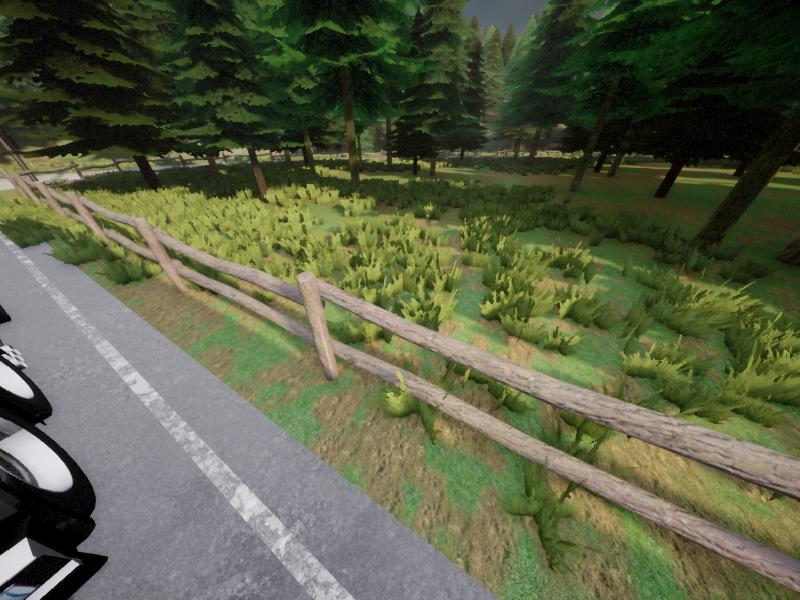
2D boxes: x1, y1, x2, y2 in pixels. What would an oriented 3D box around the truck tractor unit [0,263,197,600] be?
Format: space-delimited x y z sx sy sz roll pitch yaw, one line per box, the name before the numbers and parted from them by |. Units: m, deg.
truck tractor unit | -5.110 -0.302 0.782 6.516 4.208 3.053 18 39 24
